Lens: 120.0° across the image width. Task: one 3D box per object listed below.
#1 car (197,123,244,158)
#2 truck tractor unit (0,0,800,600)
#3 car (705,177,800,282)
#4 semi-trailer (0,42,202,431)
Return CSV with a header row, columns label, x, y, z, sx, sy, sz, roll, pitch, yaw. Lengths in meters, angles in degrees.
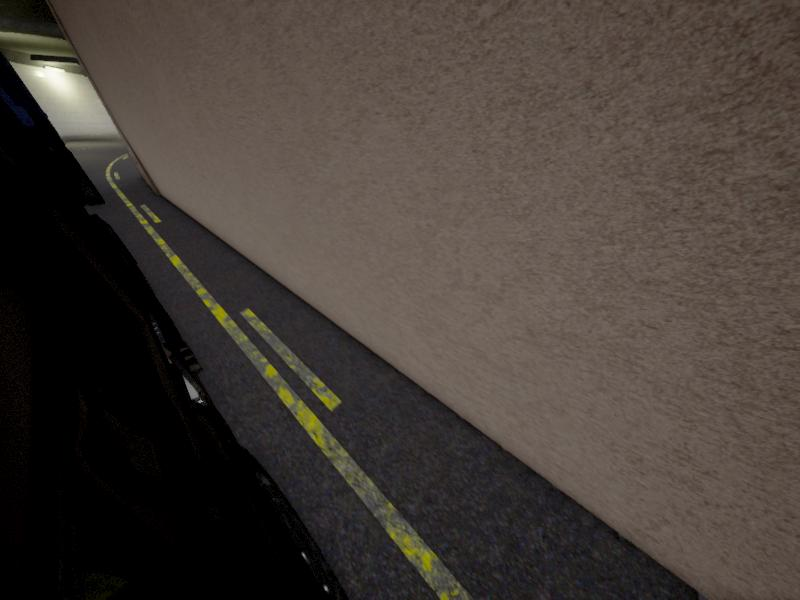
label,x,y,z,sx,sy,sz,roll,pitch,yaw
car,-13.326,-11.861,17.072,1.932,1.855,4.605,-22,43,-28
truck tractor unit,-2.645,-0.295,0.351,6.516,4.208,3.053,28,44,30
car,9.506,-0.923,4.150,4.514,1.525,2.007,28,44,30
semi-trailer,-8.688,-3.606,4.245,14.254,4.402,2.717,28,44,30
